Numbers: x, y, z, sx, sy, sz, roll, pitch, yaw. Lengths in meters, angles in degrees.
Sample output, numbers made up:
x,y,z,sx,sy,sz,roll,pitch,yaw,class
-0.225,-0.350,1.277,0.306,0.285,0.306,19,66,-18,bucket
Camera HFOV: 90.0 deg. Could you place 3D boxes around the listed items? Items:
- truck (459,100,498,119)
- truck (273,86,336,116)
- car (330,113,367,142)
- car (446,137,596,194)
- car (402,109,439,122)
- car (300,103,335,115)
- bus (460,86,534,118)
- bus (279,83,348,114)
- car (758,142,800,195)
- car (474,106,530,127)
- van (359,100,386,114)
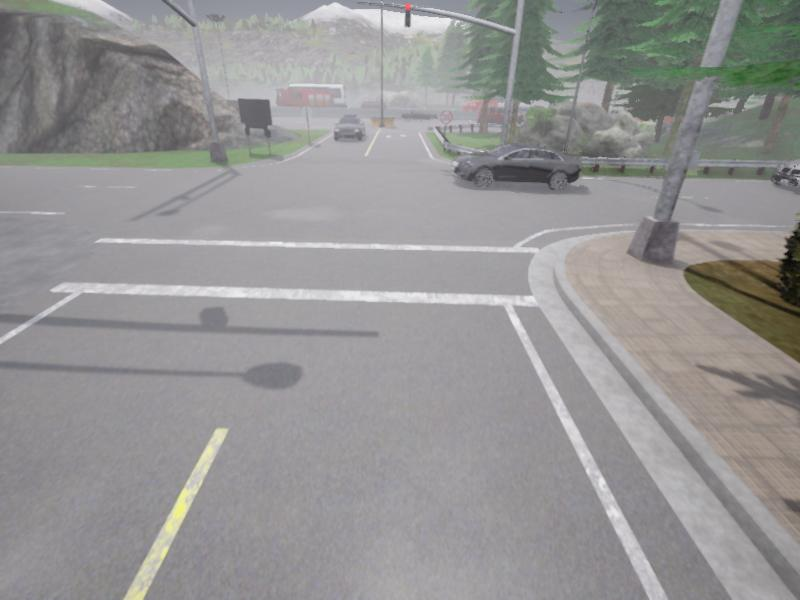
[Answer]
x,y,z,sx,sy,sz,roll,pitch,yaw,class
11.944,-29.106,60.964,5.204,2.467,2.627,1,27,0,truck
-14.306,-30.132,60.486,8.468,3.827,2.891,1,27,0,truck
-3.591,-12.488,28.860,2.038,1.542,4.974,1,27,-1,car
4.456,-5.185,15.343,4.902,1.511,2.128,1,27,-7,car
2.605,-23.908,51.848,4.718,1.301,1.895,1,27,0,car
-13.131,-30.611,64.170,5.027,1.651,2.152,1,27,0,car
15.173,-31.400,63.576,10.273,4.253,3.944,1,27,0,bus
-14.100,-33.477,66.495,10.273,4.253,3.944,1,27,0,bus
17.605,-5.141,15.720,4.611,1.667,2.242,1,27,0,car
11.546,-20.998,45.747,5.566,2.045,2.150,-2,28,-6,car
-4.604,-32.371,67.185,4.442,1.987,1.775,1,27,0,van
